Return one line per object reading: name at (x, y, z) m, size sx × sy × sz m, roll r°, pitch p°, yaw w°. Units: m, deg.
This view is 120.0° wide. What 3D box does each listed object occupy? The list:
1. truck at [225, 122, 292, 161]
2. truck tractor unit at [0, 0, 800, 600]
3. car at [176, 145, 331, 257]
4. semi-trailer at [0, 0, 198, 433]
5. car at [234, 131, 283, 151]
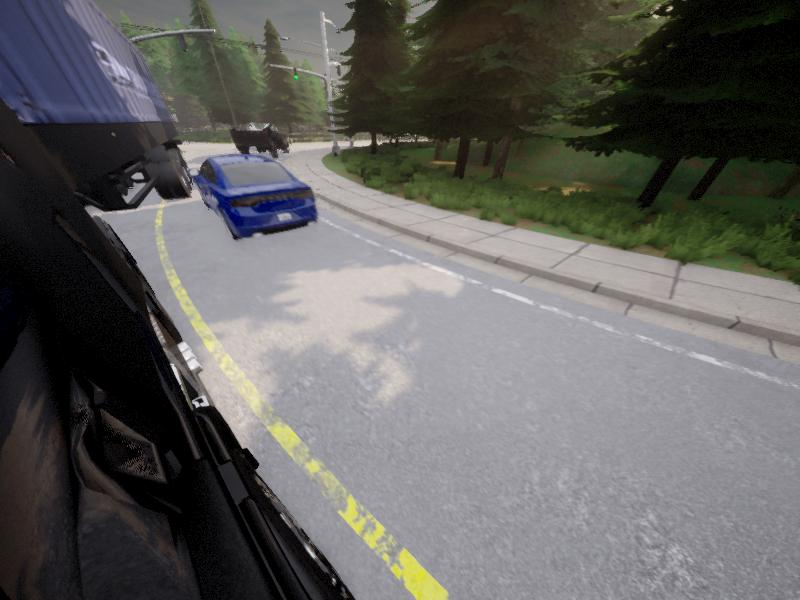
truck at (-10.551, -12.446, 17.959) m, size 2.390 × 2.098 × 6.274 m, roll -5°, pitch 37°, yaw -9°
truck tractor unit at (-2.645, -0.295, 0.351) m, size 6.516 × 4.208 × 3.053 m, roll 28°, pitch 44°, yaw 30°
car at (-4.040, -2.987, 6.127) m, size 1.882 × 1.535 × 5.008 m, roll -27°, pitch 46°, yaw -34°
semi-trailer at (-7.438, -4.238, 5.170) m, size 2.717 × 4.402 × 14.254 m, roll -21°, pitch 43°, yaw -27°
car at (-13.863, -15.882, 23.002) m, size 1.994 × 1.385 × 4.181 m, roll 6°, pitch 37°, yaw 5°
